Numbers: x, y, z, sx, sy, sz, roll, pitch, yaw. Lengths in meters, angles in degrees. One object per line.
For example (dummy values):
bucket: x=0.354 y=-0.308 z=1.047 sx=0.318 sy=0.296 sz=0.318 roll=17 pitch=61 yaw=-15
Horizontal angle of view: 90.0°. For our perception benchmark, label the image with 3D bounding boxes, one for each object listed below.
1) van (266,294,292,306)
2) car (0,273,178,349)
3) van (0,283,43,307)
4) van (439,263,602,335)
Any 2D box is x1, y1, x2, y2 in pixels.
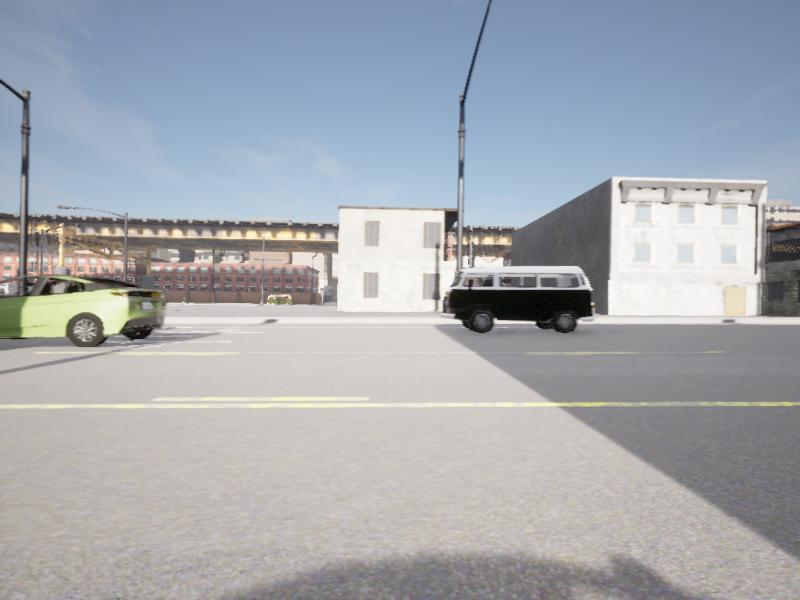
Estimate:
van: x=-21.838 y=0.057 z=72.370 sx=4.480 sy=2.038 sz=2.069 roll=1 pitch=0 yaw=-17
car: x=-7.775 y=0.217 z=8.935 sx=4.514 sy=1.525 sz=2.007 roll=0 pitch=0 yaw=-1
van: x=-43.171 y=-0.550 z=43.894 sx=2.351 sy=2.431 sz=6.366 roll=1 pitch=0 yaw=-1
van: x=3.582 y=-0.023 z=12.556 sx=4.480 sy=2.038 sz=2.069 roll=0 pitch=0 yaw=0
